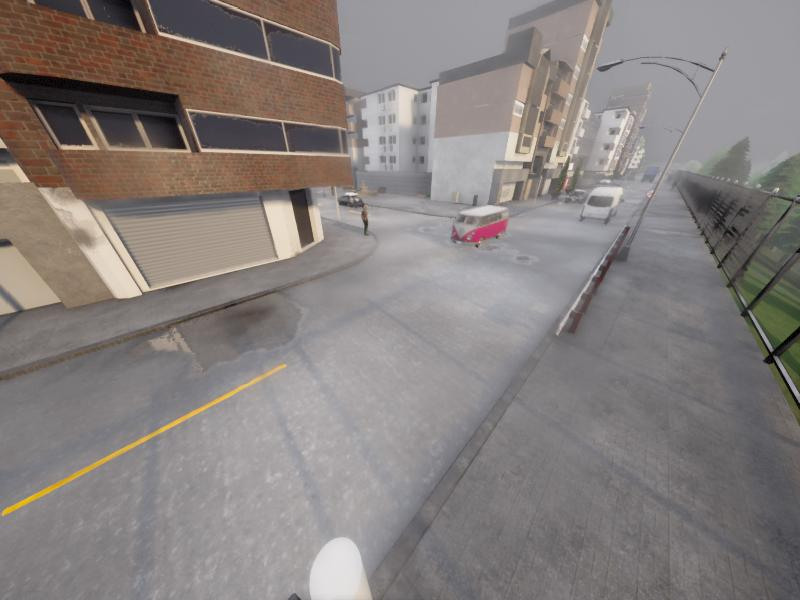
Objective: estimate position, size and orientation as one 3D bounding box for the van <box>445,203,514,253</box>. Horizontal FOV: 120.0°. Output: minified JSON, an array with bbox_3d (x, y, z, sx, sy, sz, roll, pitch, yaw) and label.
[{"bbox_3d":[4.864,-4.514,14.045,4.442,1.987,1.775,-27,39,-38],"label":"van"}]

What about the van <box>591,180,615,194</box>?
[{"bbox_3d":[35.827,-20.011,40.834,4.480,2.038,2.069,-27,39,-38],"label":"van"}]

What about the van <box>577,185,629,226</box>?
[{"bbox_3d":[17.849,-8.428,20.229,5.915,2.561,1.988,-27,39,-38],"label":"van"}]

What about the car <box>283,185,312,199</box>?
[{"bbox_3d":[-16.050,-16.948,36.027,5.366,1.575,1.801,27,39,38],"label":"car"}]

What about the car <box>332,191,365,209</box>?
[{"bbox_3d":[-6.130,-11.924,27.476,3.806,1.475,1.970,27,39,38],"label":"car"}]

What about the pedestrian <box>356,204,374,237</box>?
[{"bbox_3d":[-2.244,-5.141,14.973,0.751,1.860,0.751,24,38,36],"label":"pedestrian"}]

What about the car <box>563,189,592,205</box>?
[{"bbox_3d":[22.874,-13.291,29.758,3.806,1.475,1.970,-26,39,-38],"label":"car"}]

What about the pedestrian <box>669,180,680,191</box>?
[{"bbox_3d":[51.437,-21.477,43.297,0.751,1.860,0.751,-25,38,-36],"label":"pedestrian"}]
